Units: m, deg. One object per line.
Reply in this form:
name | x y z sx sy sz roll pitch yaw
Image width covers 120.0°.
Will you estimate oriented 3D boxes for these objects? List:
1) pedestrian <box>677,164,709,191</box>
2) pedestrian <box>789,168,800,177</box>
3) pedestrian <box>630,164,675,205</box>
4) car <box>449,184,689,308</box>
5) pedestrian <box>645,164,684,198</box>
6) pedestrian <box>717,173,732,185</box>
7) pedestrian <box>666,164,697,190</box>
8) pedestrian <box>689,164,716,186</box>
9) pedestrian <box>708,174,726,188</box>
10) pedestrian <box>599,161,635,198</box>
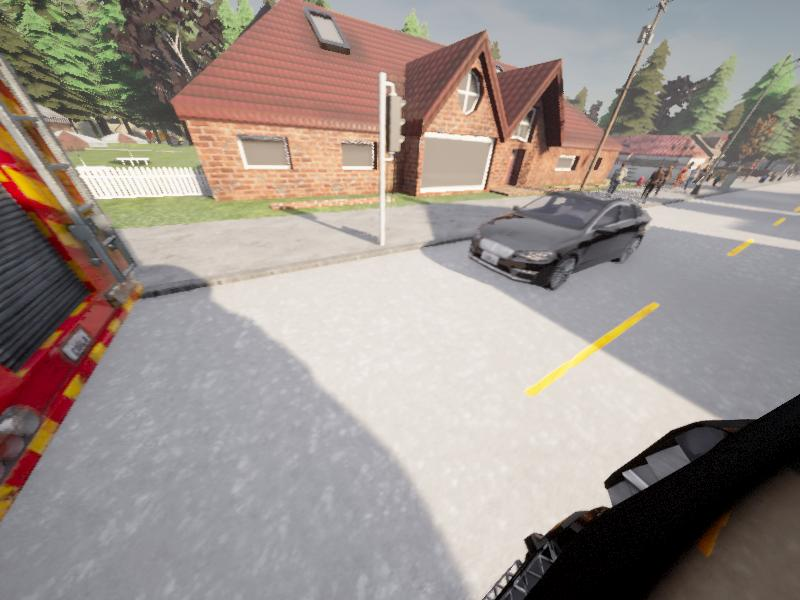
pedestrian | 23.720 -9.907 18.740 0.751 1.860 0.751 -20 40 -30
pedestrian | 94.343 -30.370 54.982 0.751 1.860 0.751 21 38 24
pedestrian | 13.292 -6.103 12.217 0.751 1.860 0.751 -20 40 -30
car | 3.832 -1.620 5.302 4.902 1.511 2.128 -16 38 -26
pedestrian | 16.811 -7.590 14.722 0.751 1.860 0.751 -18 39 -28
pedestrian | 36.617 -13.673 26.086 0.500 1.100 0.500 -19 40 -29
pedestrian | 23.171 -10.141 19.045 0.751 1.860 0.751 -18 39 -28
pedestrian | 30.579 -12.645 23.383 0.751 1.860 0.751 -15 38 -25
pedestrian | 30.714 -11.514 22.385 0.500 1.100 0.500 -14 37 -24
pedestrian | 12.975 -7.216 13.857 0.751 1.860 0.751 -19 40 -30
